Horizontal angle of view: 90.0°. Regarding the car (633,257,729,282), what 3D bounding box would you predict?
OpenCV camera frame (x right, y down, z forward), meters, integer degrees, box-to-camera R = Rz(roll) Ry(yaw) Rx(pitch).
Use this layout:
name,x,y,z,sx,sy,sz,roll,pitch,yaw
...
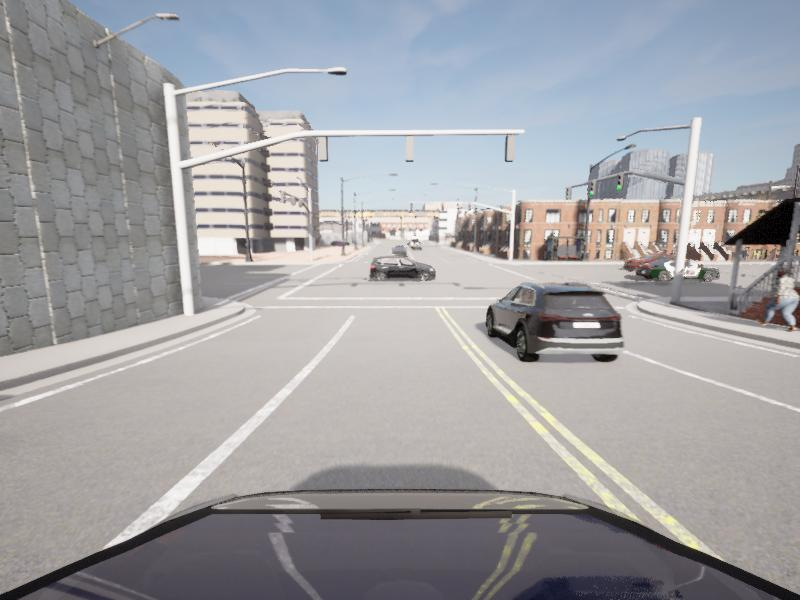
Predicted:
name,x,y,z,sx,sy,sz,roll,pitch,yaw
car,19.251,-2.111,27.599,4.974,1.542,2.038,0,9,0

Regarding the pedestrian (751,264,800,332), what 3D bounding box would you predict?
name,x,y,z,sx,sy,sz,roll,pitch,yaw
pedestrian,10.963,-0.077,11.528,0.751,1.860,0.751,-2,10,-10

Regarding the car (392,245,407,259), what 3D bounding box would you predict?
name,x,y,z,sx,sy,sz,roll,pitch,yaw
car,-0.082,-6.331,52.640,1.930,1.638,5.238,0,9,0

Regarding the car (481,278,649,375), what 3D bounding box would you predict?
name,x,y,z,sx,sy,sz,roll,pitch,yaw
car,3.477,0.365,9.711,2.033,1.649,4.856,0,5,0

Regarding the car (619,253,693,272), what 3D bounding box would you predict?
name,x,y,z,sx,sy,sz,roll,pitch,yaw
car,21.995,-3.261,34.496,5.008,1.535,1.882,0,9,0

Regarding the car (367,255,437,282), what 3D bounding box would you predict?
name,x,y,z,sx,sy,sz,roll,pitch,yaw
car,0.145,-2.192,27.626,4.611,1.667,2.242,0,9,0
